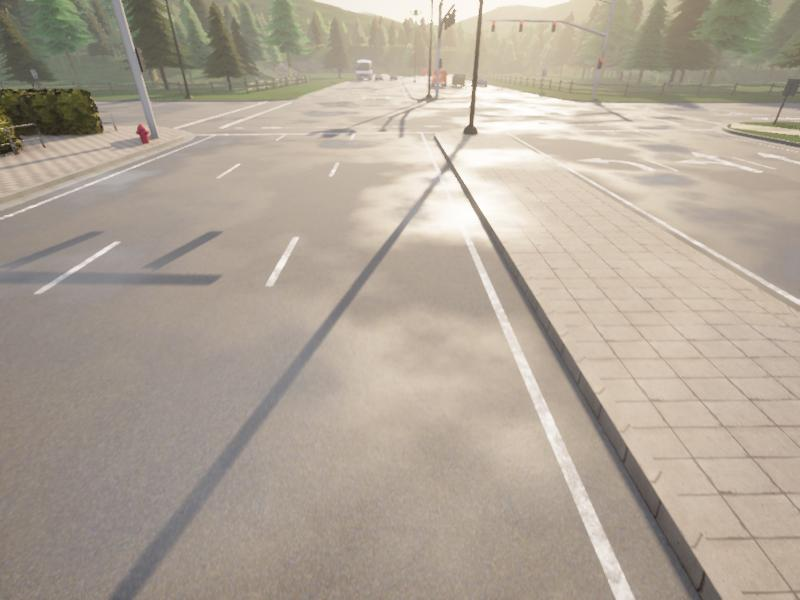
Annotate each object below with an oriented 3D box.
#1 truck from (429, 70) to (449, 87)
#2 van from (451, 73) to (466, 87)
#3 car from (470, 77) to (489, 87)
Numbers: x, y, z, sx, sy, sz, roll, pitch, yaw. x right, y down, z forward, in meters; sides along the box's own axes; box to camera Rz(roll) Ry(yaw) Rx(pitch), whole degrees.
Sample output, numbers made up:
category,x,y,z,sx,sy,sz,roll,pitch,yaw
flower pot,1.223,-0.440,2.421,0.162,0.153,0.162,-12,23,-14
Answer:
category,x,y,z,sx,sy,sz,roll,pitch,yaw
truck,6.481,-37.386,67.476,2.627,2.467,5.204,0,30,-1
van,9.968,-37.557,68.249,1.775,1.987,4.442,0,30,-1
car,13.482,-36.973,67.824,2.033,1.411,5.357,0,30,-1
